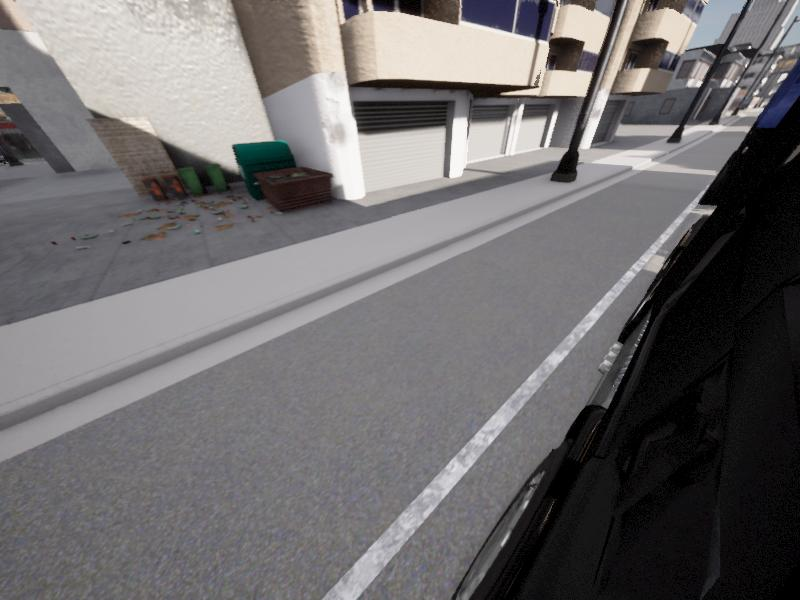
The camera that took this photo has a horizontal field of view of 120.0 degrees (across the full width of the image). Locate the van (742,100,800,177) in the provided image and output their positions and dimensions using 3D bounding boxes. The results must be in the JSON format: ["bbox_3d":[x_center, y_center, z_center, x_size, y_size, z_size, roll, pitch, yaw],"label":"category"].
[{"bbox_3d":[18.163,-7.267,10.134,6.366,2.431,2.351,-27,43,-28],"label":"van"}]

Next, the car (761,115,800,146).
[{"bbox_3d":[28.227,-12.127,16.411,4.902,1.511,2.128,-28,43,-28],"label":"car"}]

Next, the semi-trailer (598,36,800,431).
[{"bbox_3d":[8.718,-3.591,4.209,14.254,4.402,2.717,-28,43,-30],"label":"semi-trailer"}]

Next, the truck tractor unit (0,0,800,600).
[{"bbox_3d":[2.645,-0.295,0.352,6.516,4.208,3.053,-28,44,-30],"label":"truck tractor unit"}]

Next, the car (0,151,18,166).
[{"bbox_3d":[-52.827,-17.447,28.823,4.902,1.511,2.128,-27,43,-28],"label":"car"}]
